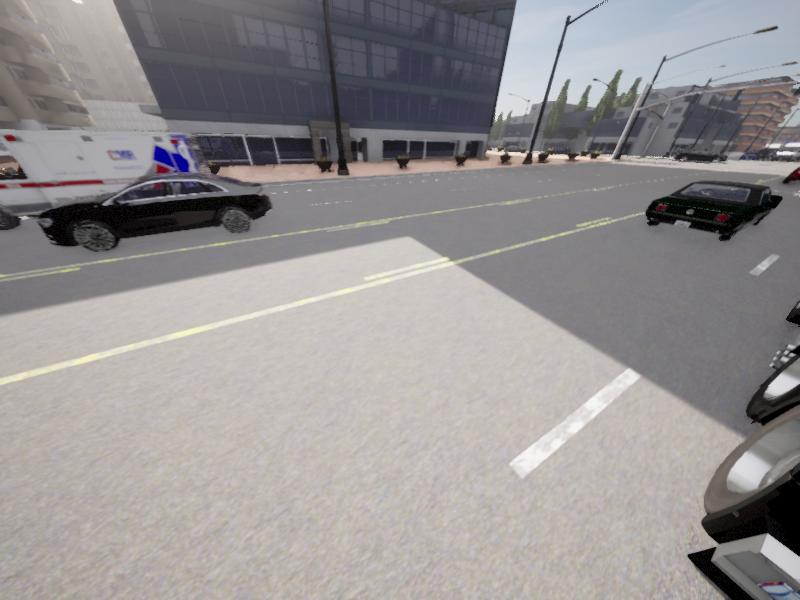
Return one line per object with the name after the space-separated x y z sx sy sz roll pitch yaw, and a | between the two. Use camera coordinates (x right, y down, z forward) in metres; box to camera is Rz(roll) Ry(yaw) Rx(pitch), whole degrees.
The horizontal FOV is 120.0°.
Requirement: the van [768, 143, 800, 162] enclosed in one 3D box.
64.646 -24.500 38.339 5.915 2.561 1.988 -17 38 -24 | van

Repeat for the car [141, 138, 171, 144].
-61.682 -40.287 58.533 4.718 1.301 1.895 -15 38 -23 | car

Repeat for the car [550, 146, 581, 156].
31.378 -28.393 44.004 1.816 1.474 4.193 -16 38 -23 | car

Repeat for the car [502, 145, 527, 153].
27.663 -36.736 56.128 2.033 1.411 5.357 -14 37 -21 | car

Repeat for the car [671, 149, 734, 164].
41.165 -19.745 31.681 5.008 1.535 1.882 28 43 33 | car

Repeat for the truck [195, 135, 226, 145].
-53.346 -45.119 65.144 6.274 2.098 2.390 -15 38 -23 | truck

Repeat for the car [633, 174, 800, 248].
9.960 -2.991 7.260 4.718 1.301 1.895 -17 38 -23 | car

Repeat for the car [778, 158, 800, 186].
27.360 -8.412 15.060 4.193 1.474 1.816 -17 38 -23 | car

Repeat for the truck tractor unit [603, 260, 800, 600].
5.101 -0.310 0.795 6.516 4.208 3.053 -19 39 -24 | truck tractor unit

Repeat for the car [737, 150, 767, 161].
62.317 -25.635 40.874 4.193 1.474 1.816 -17 38 -24 | car

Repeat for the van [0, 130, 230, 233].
-10.004 -4.151 7.754 6.366 2.431 2.351 -17 38 -23 | van

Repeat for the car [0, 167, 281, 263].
-6.286 -2.642 6.419 4.902 1.511 2.128 -17 38 -23 | car

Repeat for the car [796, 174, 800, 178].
33.407 -10.311 17.740 5.238 1.638 1.930 -17 38 -24 | car

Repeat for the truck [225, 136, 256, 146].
-41.508 -41.696 60.528 6.274 2.098 2.390 -15 38 -23 | truck
